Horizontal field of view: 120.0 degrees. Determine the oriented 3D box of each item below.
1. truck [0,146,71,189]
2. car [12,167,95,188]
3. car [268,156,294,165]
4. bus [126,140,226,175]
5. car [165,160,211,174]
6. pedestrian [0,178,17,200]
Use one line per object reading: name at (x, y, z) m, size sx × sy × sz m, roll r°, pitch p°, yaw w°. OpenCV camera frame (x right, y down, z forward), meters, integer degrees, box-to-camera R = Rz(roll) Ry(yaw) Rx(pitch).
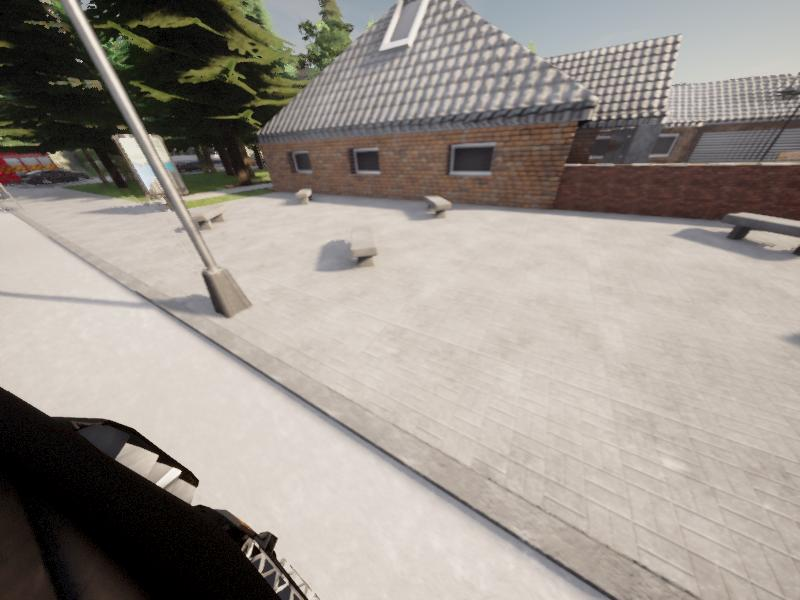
truck at (-43.914, -14.214, 24.880) m, size 2.891 × 3.827 × 8.468 m, roll 7°, pitch 35°, yaw 15°
car at (-39.311, -14.089, 26.481) m, size 1.837 × 1.490 × 4.892 m, roll 6°, pitch 35°, yaw 14°
car at (-24.732, -29.062, 48.121) m, size 1.994 × 1.385 × 4.181 m, roll 16°, pitch 38°, yaw 26°
bus at (-35.901, -23.473, 37.866) m, size 3.944 × 4.253 × 10.273 m, roll 16°, pitch 38°, yaw 26°
car at (-33.049, -20.841, 36.210) m, size 1.837 × 1.490 × 4.892 m, roll 16°, pitch 38°, yaw 26°
pedestrian at (-28.262, -8.023, 16.037) m, size 0.751 × 1.860 × 0.751 m, roll -27°, pitch 41°, yaw -32°
